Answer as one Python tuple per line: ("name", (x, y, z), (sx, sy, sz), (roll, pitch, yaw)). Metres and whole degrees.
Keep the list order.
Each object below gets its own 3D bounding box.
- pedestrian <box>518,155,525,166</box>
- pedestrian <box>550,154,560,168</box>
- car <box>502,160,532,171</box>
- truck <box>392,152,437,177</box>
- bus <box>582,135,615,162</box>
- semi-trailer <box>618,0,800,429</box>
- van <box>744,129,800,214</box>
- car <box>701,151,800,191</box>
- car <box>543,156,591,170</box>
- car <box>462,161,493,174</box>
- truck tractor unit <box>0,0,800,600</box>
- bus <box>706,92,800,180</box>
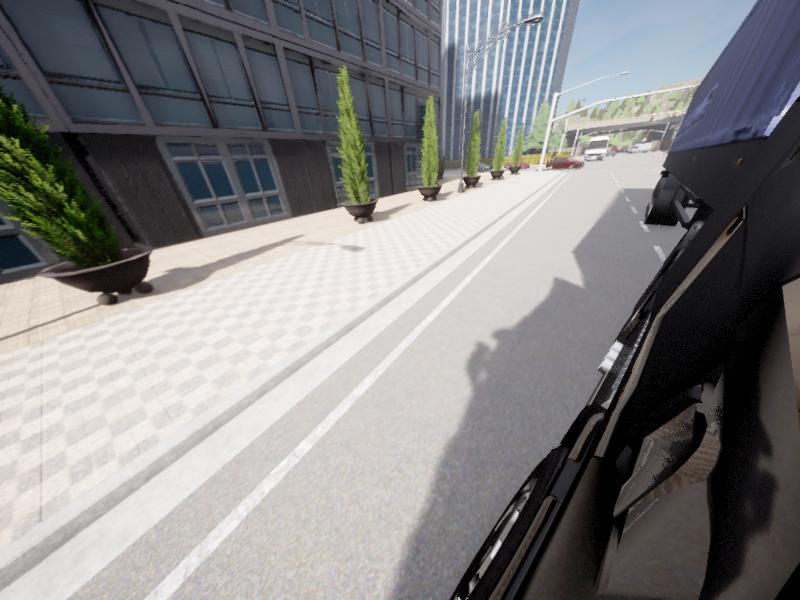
("pedestrian", (25.879, -29.712, 49.238), (0.751, 1.860, 0.751), (19, 38, 34))
("pedestrian", (25.547, -22.927, 38.099), (0.751, 1.860, 0.751), (6, 32, 17))
("car", (20.145, -23.258, 39.905), (4.181, 1.385, 1.994), (16, 36, 30))
("truck", (2.860, -27.247, 46.517), (8.468, 3.827, 2.891), (17, 37, 32))
("bus", (42.301, -32.346, 49.522), (3.944, 4.253, 10.273), (17, 37, 32))
("semi-trailer", (8.153, -3.596, 5.100), (2.717, 4.402, 14.254), (22, 39, 38))
("van", (14.614, -4.034, 7.055), (2.351, 2.431, 6.366), (17, 37, 32))
("car", (19.040, -7.047, 12.473), (2.128, 1.511, 4.902), (17, 37, 32))
("car", (23.012, -19.007, 32.165), (1.882, 1.535, 5.008), (-16, 32, -20))
("car", (13.484, -23.148, 40.300), (4.611, 1.667, 2.242), (17, 37, 32))
("truck tractor unit", (2.645, -0.295, 0.352), (6.516, 4.208, 3.053), (-28, 44, -30))
("bus", (26.211, -10.883, 15.318), (3.944, 4.253, 10.273), (17, 37, 32))
